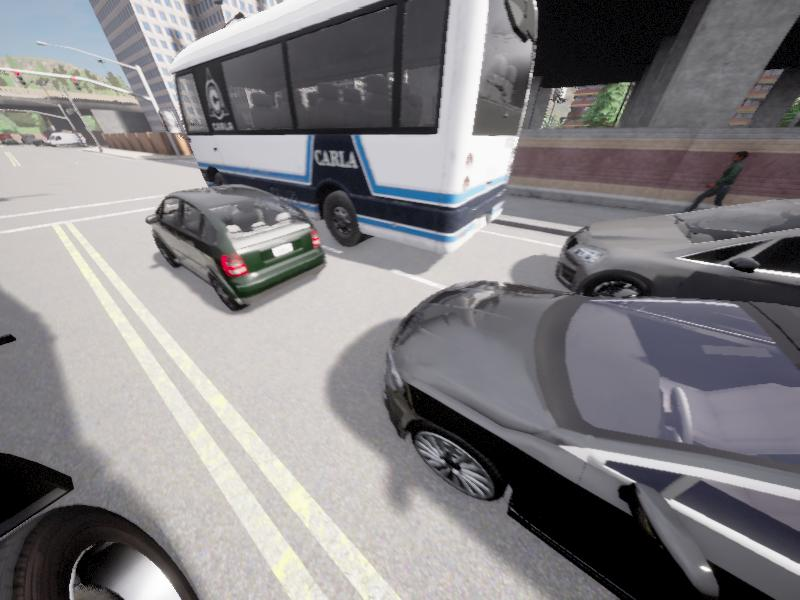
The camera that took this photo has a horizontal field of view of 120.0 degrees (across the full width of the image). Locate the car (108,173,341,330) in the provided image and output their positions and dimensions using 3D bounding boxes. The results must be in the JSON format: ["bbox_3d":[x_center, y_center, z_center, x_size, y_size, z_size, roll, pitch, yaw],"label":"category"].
[{"bbox_3d":[-3.180,-1.248,4.302,3.705,1.549,1.789,22,41,28],"label":"car"}]

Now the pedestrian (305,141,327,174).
[{"bbox_3d":[-5.665,-9.697,15.687,0.751,1.860,0.751,26,42,31],"label":"pedestrian"}]

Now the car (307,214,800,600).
[{"bbox_3d":[2.085,0.914,1.317,4.902,1.511,2.128,22,41,28],"label":"car"}]

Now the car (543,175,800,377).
[{"bbox_3d":[4.961,-0.443,3.128,4.611,1.667,2.242,22,41,28],"label":"car"}]

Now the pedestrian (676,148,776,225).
[{"bbox_3d":[9.223,-3.254,6.678,0.751,1.860,0.751,22,41,28],"label":"pedestrian"}]

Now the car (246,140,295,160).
[{"bbox_3d":[-15.794,-18.637,28.566,1.932,1.855,4.605,24,42,30],"label":"car"}]

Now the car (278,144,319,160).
[{"bbox_3d":[-12.186,-17.928,27.941,1.970,1.475,3.806,23,41,28],"label":"car"}]

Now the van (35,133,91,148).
[{"bbox_3d":[-70.284,-33.451,48.409,1.988,2.561,5.915,8,36,11],"label":"van"}]

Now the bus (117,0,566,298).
[{"bbox_3d":[-2.366,-4.399,6.435,10.273,4.253,3.944,22,41,28],"label":"bus"}]
